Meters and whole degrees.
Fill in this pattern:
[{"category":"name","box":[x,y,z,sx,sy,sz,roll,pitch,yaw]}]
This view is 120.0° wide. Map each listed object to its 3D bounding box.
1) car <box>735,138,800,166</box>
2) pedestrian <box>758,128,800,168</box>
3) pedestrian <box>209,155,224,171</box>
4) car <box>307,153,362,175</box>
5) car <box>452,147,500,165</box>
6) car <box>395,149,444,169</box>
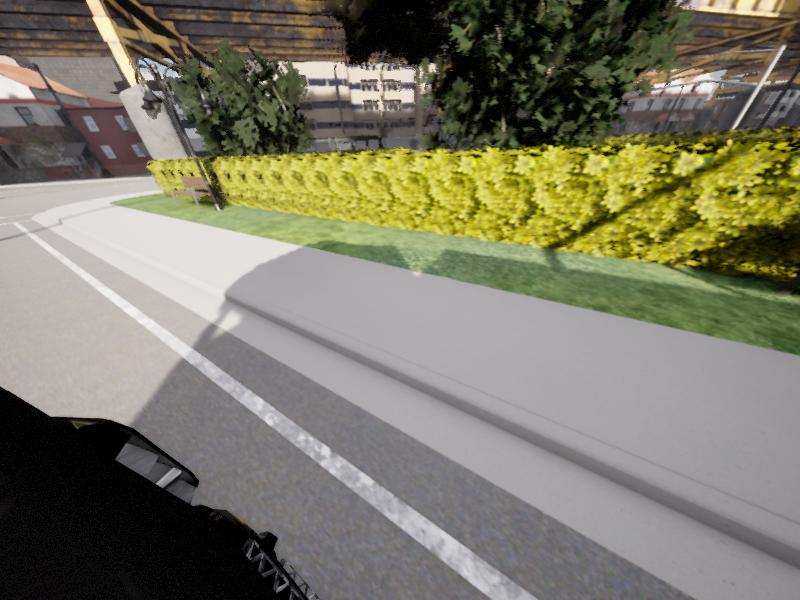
[{"category":"car","box":[26.559,-9.671,15.042,2.163,1.488,4.792,-10,34,-11]},{"category":"pedestrian","box":[22.027,-8.623,13.161,0.751,1.860,0.751,-4,34,-2]},{"category":"pedestrian","box":[-24.956,-18.619,31.454,0.751,1.860,0.751,-14,35,-16]},{"category":"car","box":[-6.878,-14.459,24.452,5.238,1.638,1.930,-10,35,-11]},{"category":"car","box":[8.974,-17.241,27.549,4.974,1.542,2.038,-10,35,-11]},{"category":"car","box":[2.120,-16.043,26.178,5.027,1.651,2.152,-10,35,-11]}]
